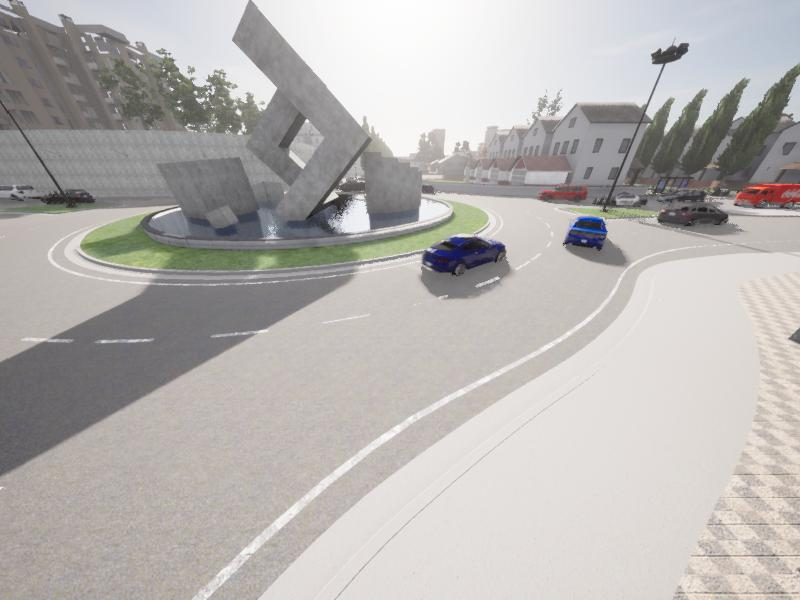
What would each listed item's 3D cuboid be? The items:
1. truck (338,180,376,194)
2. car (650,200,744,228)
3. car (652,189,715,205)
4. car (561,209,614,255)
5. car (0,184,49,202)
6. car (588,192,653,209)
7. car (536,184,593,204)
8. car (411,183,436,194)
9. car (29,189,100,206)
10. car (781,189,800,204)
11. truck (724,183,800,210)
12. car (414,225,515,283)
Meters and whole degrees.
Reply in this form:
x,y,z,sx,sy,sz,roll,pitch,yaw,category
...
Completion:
x,y,z,sx,sy,sz,roll,pitch,yaw,category
-7.666,-20.430,41.599,6.274,2.098,2.390,3,30,6,truck
23.953,-7.011,18.785,4.611,1.667,2.242,-4,30,-7,car
35.966,-13.155,29.467,4.856,1.649,2.033,0,30,0,car
11.553,-4.415,14.421,1.882,1.535,5.008,19,35,29,car
-53.158,-14.667,31.671,5.566,2.045,2.150,1,30,0,car
25.810,-11.810,27.229,4.974,1.542,2.038,5,30,8,car
21.757,-14.215,30.875,5.566,2.045,2.150,8,31,15,car
4.188,-20.182,41.792,4.193,1.474,1.816,25,39,37,car
-42.261,-13.055,29.253,4.611,1.667,2.242,-4,30,-7,car
53.379,-13.186,29.508,5.238,1.638,1.930,0,30,0,car
41.763,-11.756,26.207,5.204,2.467,2.627,0,30,0,truck
3.097,-2.357,10.949,4.674,1.442,1.812,-19,35,-30,car
